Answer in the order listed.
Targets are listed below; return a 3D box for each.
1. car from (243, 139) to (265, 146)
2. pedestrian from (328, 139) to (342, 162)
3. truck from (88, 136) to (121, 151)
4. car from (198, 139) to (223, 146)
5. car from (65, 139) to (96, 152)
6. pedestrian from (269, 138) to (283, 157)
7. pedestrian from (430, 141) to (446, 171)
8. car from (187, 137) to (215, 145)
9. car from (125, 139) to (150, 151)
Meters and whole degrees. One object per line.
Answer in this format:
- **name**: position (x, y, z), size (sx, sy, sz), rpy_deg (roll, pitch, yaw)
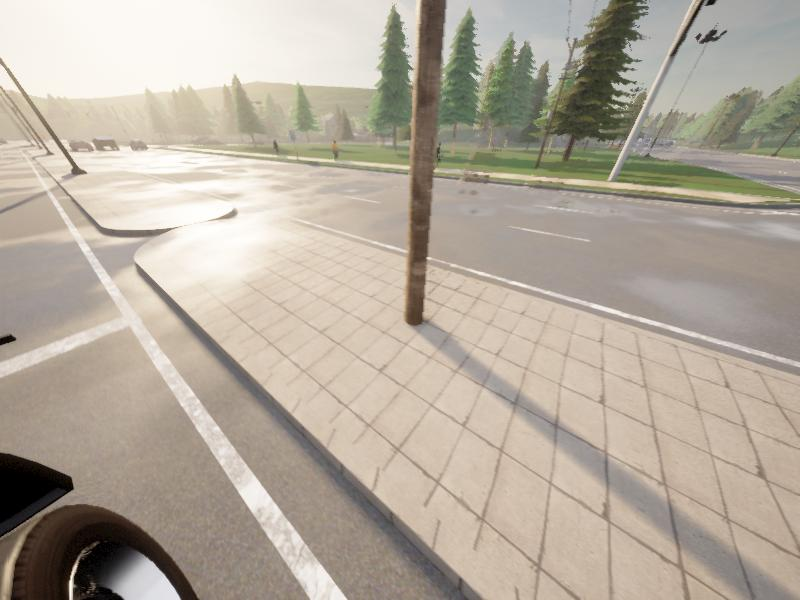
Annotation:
- **car**: position (-44.124, -47.763, 69.976), size (2.128, 1.511, 4.902), rpy_deg (23, 41, 29)
- **pedestrian**: position (-6.531, -15.080, 23.322), size (0.751, 1.860, 0.751), rpy_deg (24, 42, 30)
- **truck**: position (-54.680, -29.035, 42.711), size (6.274, 2.098, 2.390), rpy_deg (23, 41, 28)
- **car**: position (-53.142, -44.209, 64.783), size (1.837, 1.490, 4.892), rpy_deg (23, 41, 29)
- **car**: position (-53.191, -25.723, 38.445), size (5.027, 1.651, 2.152), rpy_deg (23, 41, 28)
- **pedestrian**: position (-15.420, -18.990, 28.777), size (0.751, 1.860, 0.751), rpy_deg (24, 41, 30)
- **pedestrian**: position (2.862, -10.953, 17.566), size (0.751, 1.860, 0.751), rpy_deg (24, 42, 30)
- **car**: position (-58.593, -46.989, 68.206), size (2.150, 2.045, 5.566), rpy_deg (23, 41, 29)
- **car**: position (-48.709, -28.805, 42.879), size (3.988, 1.617, 1.851), rpy_deg (23, 41, 28)
